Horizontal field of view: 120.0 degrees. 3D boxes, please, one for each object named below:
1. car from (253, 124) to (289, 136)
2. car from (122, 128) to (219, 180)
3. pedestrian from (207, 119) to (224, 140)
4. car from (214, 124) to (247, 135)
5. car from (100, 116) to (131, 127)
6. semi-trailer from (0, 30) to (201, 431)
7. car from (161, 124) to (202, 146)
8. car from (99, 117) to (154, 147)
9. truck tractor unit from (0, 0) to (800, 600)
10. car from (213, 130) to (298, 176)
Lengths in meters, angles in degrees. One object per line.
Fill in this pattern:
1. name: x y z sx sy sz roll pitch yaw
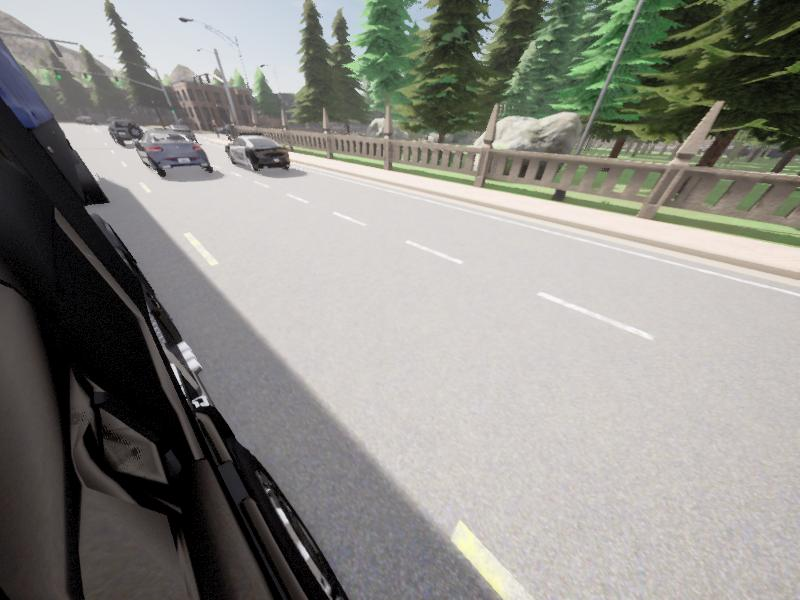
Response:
1. car: -23.845 -31.623 43.025 1.801 1.575 5.366 30 45 32
2. car: -11.316 -7.327 11.358 5.027 1.651 2.152 30 45 32
3. pedestrian: -21.671 -20.036 27.167 0.751 1.860 0.751 14 38 15
4. car: -28.440 -28.722 38.945 1.970 1.475 3.806 30 45 31
5. car: -60.027 -37.626 48.763 4.611 1.667 2.242 18 40 20
6. semi-trailer: -8.637 -3.648 4.285 14.254 4.402 2.717 29 44 30
7. car: -21.848 -16.551 23.091 2.128 1.511 4.902 -27 46 -34
8. car: -23.569 -14.484 19.911 4.605 1.855 1.932 28 44 30
9. truck tractor unit: -2.645 -0.295 0.351 6.516 4.208 3.053 28 44 30
10. car: -8.109 -8.319 12.872 5.238 1.638 1.930 30 45 32
